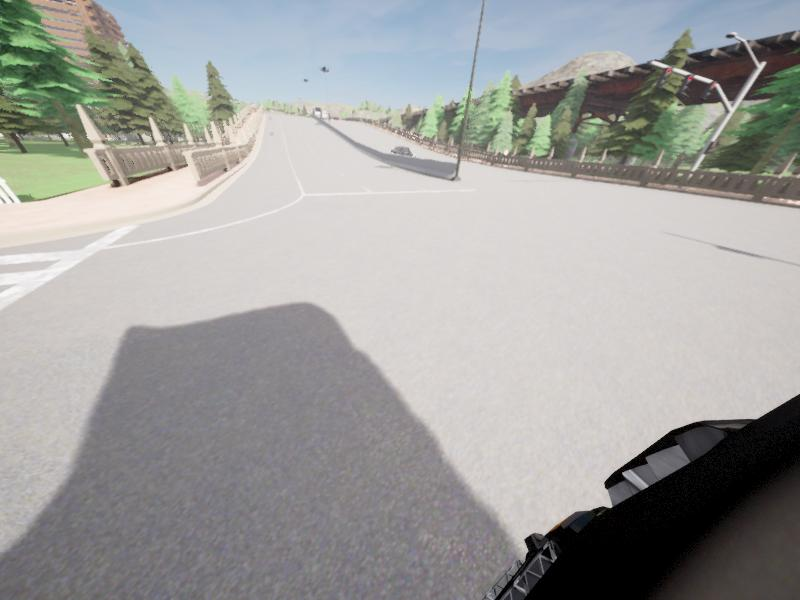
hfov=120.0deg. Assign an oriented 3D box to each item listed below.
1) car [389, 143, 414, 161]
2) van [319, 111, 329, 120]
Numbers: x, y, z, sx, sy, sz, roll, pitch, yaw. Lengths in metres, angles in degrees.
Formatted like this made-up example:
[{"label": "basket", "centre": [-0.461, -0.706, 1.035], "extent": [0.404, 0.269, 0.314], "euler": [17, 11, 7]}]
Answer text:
[{"label": "car", "centre": [0.082, -22.381, 34.965], "extent": [2.097, 1.767, 4.553], "euler": [-11, 40, -20]}, {"label": "van", "centre": [-28.407, -69.275, 86.560], "extent": [2.351, 2.431, 6.366], "euler": [-11, 40, -20]}]
